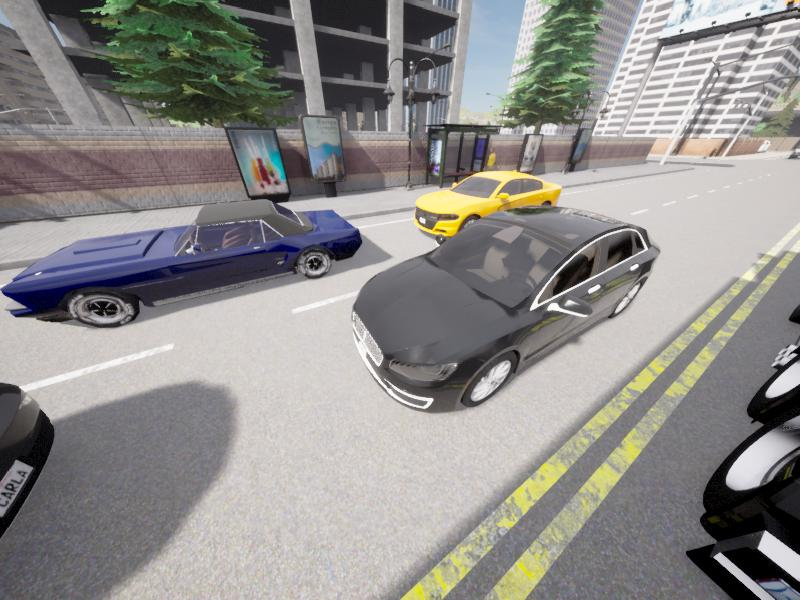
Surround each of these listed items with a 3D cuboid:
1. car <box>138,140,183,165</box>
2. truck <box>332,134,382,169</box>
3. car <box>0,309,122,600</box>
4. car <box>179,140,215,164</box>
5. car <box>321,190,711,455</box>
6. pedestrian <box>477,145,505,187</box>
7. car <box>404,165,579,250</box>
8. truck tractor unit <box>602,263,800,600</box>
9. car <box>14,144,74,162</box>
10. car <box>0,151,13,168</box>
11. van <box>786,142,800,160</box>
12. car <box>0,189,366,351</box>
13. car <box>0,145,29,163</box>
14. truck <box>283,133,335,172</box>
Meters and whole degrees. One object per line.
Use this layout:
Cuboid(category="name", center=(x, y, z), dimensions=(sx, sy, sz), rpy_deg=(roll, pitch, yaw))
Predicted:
Cuboid(category="car", center=(-23.719, -14.791, 23.071), dimensions=(1.905, 1.878, 3.866), rpy_deg=(-18, 39, -24))
Cuboid(category="truck", center=(-4.005, -13.770, 21.295), dimensions=(2.615, 2.467, 5.204), rpy_deg=(-18, 39, -24))
Cuboid(category="car", center=(-4.522, 1.646, 0.292), dimensions=(4.892, 1.490, 1.837), rpy_deg=(-18, 39, -25))
Cuboid(category="car", center=(-21.174, -15.625, 24.286), dimensions=(1.905, 1.878, 3.866), rpy_deg=(-18, 39, -24))
Cuboid(category="car", center=(1.721, -0.393, 3.266), dimensions=(4.892, 1.490, 1.837), rpy_deg=(-18, 39, -24))
Cuboid(category="pedestrian", center=(4.881, -7.235, 12.482), dimensions=(0.751, 1.860, 0.751), rpy_deg=(-10, 36, -14))
Cuboid(category="car", center=(2.771, -3.063, 7.069), dimensions=(5.008, 1.535, 1.882), rpy_deg=(-18, 39, -24))
Cuboid(category="truck tractor unit", center=(5.107, -0.304, 0.783), dimensions=(6.516, 4.208, 3.053), rpy_deg=(-18, 39, -24))
Cuboid(category="car", center=(-41.869, -17.499, 27.367), dimensions=(1.882, 1.535, 5.008), rpy_deg=(-18, 39, -25))
Cuboid(category="car", center=(-36.212, -12.004, 19.460), dimensions=(1.851, 1.617, 3.988), rpy_deg=(-18, 39, -25))
Cuboid(category="van", center=(61.190, -22.550, 34.597), dimensions=(5.915, 2.561, 1.988), rpy_deg=(-18, 39, -24))
Cuboid(category="car", center=(-3.233, -1.005, 4.282), dimensions=(4.718, 1.301, 1.895), rpy_deg=(-18, 39, -24))
Cuboid(category="car", center=(-44.390, -15.999, 25.217), dimensions=(2.128, 1.511, 4.902), rpy_deg=(-18, 39, -25))
Cuboid(category="truck", center=(-7.735, -12.548, 19.513), dimensions=(2.615, 2.467, 5.204), rpy_deg=(-18, 39, -24))
